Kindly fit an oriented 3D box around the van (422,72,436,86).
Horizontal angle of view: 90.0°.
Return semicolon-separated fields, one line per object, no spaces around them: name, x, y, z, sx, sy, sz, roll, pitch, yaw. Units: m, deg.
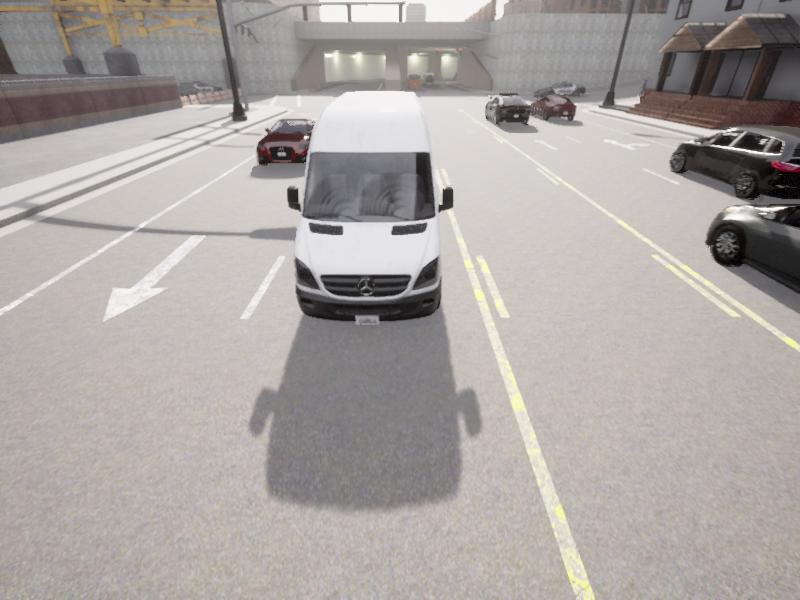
van;5.308;-40.965;74.144;2.069;2.038;4.480;-1;31;-1

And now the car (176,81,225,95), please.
car;-22.442;-24.021;45.190;1.853;1.218;4.536;15;34;24

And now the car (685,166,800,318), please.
car;6.594;-0.576;5.504;2.007;1.525;4.514;0;30;0

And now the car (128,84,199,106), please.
car;-21.608;-18.877;36.698;2.038;1.542;4.974;26;39;36

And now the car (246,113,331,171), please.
car;-3.917;-5.980;14.886;1.994;1.385;4.181;0;30;0

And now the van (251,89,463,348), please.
van;-0.409;-2.025;6.953;1.988;2.561;5.915;0;31;0

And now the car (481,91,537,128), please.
car;6.583;-11.926;24.822;1.930;1.638;5.238;0;30;0

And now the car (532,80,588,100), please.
car;16.996;-22.430;42.717;4.974;1.542;2.038;-2;30;3

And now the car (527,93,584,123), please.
car;10.187;-12.862;26.629;1.812;1.442;4.674;-1;30;-1

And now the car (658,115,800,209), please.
car;10.067;-4.122;11.440;2.242;1.667;4.611;0;30;0

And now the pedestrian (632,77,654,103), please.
pedestrian;19.862;-17.184;32.690;0.751;1.860;0.751;-10;32;-16

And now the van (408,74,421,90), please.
van;2.189;-33.566;61.519;1.775;1.987;4.442;-1;31;-1

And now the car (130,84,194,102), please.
car;-21.643;-18.994;36.585;1.853;1.218;4.536;26;39;36

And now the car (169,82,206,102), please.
car;-21.623;-21.201;40.676;2.038;1.542;4.974;-20;36;-31

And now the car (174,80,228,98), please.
car;-22.417;-23.908;45.309;2.038;1.542;4.974;15;34;24
